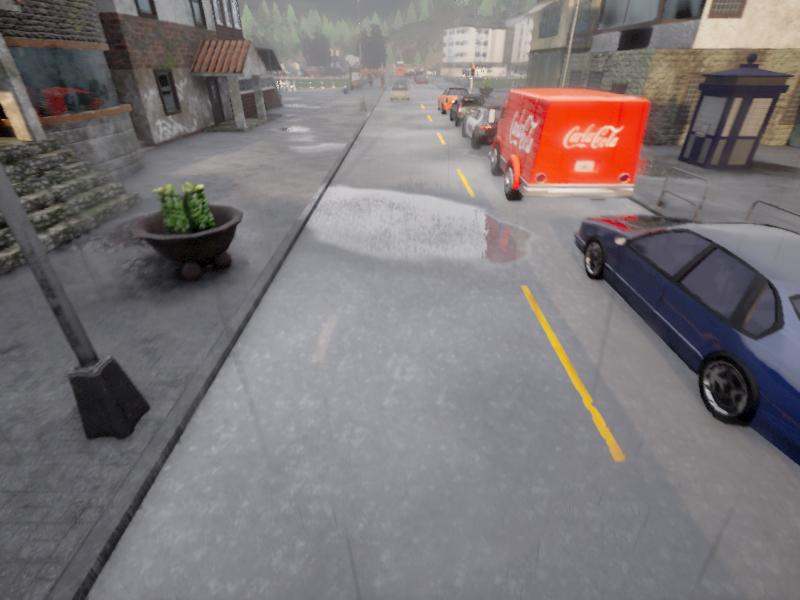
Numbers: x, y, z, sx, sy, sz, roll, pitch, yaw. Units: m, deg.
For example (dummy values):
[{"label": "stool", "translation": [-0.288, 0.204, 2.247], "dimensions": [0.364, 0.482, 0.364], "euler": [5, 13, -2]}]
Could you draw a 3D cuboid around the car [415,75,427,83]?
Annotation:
[{"label": "car", "translation": [4.012, -43.529, 78.748], "dimensions": [1.994, 1.385, 4.181], "euler": [-1, 30, -2]}]

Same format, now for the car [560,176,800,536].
[{"label": "car", "translation": [4.000, -0.126, 4.806], "dimensions": [2.033, 1.411, 5.357], "euler": [0, 30, 0]}]

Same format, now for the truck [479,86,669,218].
[{"label": "truck", "translation": [3.999, -4.254, 10.767], "dimensions": [2.627, 2.467, 5.204], "euler": [0, 30, 0]}]

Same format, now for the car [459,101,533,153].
[{"label": "car", "translation": [4.000, -7.750, 17.655], "dimensions": [2.038, 1.542, 4.974], "euler": [0, 30, 0]}]

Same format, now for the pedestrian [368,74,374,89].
[{"label": "pedestrian", "translation": [-4.128, -31.168, 56.954], "dimensions": [0.751, 1.860, 0.751], "euler": [-8, 31, -14]}]

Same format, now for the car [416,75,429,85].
[{"label": "car", "translation": [4.015, -39.857, 72.493], "dimensions": [1.994, 1.385, 4.181], "euler": [-1, 30, -1]}]

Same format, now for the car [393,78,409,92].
[{"label": "car", "translation": [0.116, -29.441, 54.630], "dimensions": [1.837, 1.490, 4.892], "euler": [-2, 30, -2]}]

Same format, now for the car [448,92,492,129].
[{"label": "car", "translation": [4.000, -11.200, 23.455], "dimensions": [1.851, 1.617, 3.988], "euler": [0, 30, 0]}]

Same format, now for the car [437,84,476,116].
[{"label": "car", "translation": [3.996, -14.612, 29.080], "dimensions": [2.097, 1.767, 4.553], "euler": [0, 30, 0]}]

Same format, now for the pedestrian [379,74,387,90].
[{"label": "pedestrian", "translation": [-2.239, -28.852, 53.011], "dimensions": [0.751, 1.860, 0.751], "euler": [9, 32, 15]}]

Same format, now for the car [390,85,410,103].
[{"label": "car", "translation": [-0.004, -20.168, 39.034], "dimensions": [1.895, 1.301, 4.718], "euler": [0, 30, 0]}]

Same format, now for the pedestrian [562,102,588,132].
[{"label": "pedestrian", "translation": [8.804, -9.231, 20.153], "dimensions": [0.751, 1.300, 0.751], "euler": [0, 30, 0]}]

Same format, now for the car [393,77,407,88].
[{"label": "car", "translation": [-0.007, -34.910, 64.043], "dimensions": [2.033, 1.411, 5.357], "euler": [0, 30, 0]}]
